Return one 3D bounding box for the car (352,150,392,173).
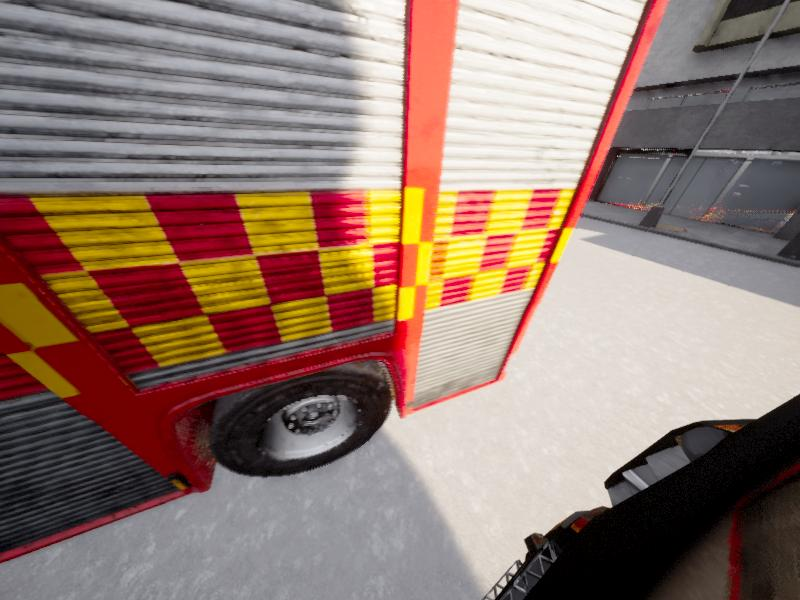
[{"bbox_3d":[-2.853,-13.704,22.794,2.242,1.667,4.611,-14,37,-24],"label":"car"}]

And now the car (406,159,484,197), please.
[{"bbox_3d":[2.490,-7.645,14.265,2.163,1.488,4.792,-14,37,-24],"label":"car"}]

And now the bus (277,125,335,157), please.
[{"bbox_3d":[-16.347,-28.452,41.598,3.944,4.253,10.273,10,35,13],"label":"bus"}]

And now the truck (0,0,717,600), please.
[{"bbox_3d":[-3.267,-0.547,1.051,8.468,3.827,2.891,-10,36,-19],"label":"truck"}]

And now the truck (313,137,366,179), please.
[{"bbox_3d":[-4.939,-11.512,18.635,2.627,2.467,5.204,-14,37,-24],"label":"truck"}]

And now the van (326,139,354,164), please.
[{"bbox_3d":[-8.165,-20.032,31.136,1.988,2.561,5.915,-14,37,-24],"label":"van"}]

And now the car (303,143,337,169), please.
[{"bbox_3d":[-8.582,-15.409,24.600,2.150,2.045,5.566,-14,37,-24],"label":"car"}]

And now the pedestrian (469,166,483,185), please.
[{"bbox_3d":[5.328,-8.756,16.258,0.500,1.100,0.500,-14,37,-23],"label":"pedestrian"}]

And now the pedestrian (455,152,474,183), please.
[{"bbox_3d":[4.760,-9.751,17.024,0.751,1.860,0.751,-6,35,-13],"label":"pedestrian"}]
